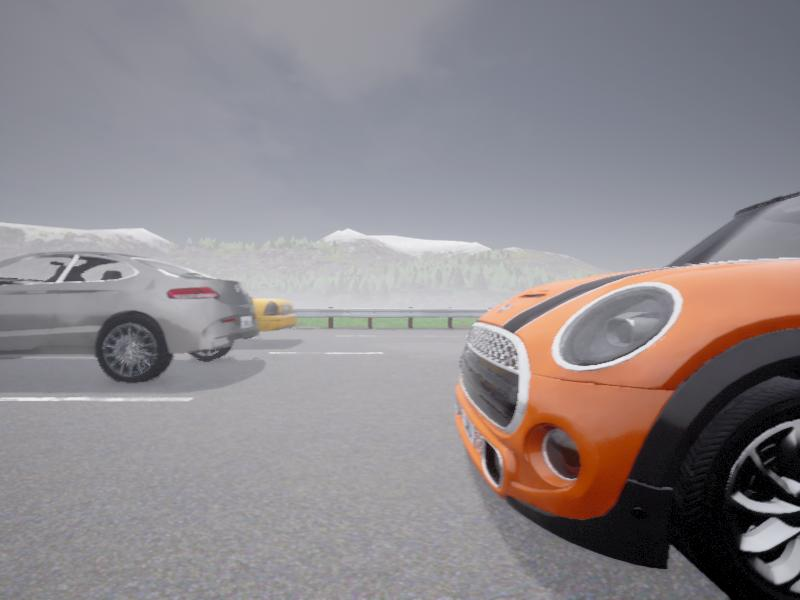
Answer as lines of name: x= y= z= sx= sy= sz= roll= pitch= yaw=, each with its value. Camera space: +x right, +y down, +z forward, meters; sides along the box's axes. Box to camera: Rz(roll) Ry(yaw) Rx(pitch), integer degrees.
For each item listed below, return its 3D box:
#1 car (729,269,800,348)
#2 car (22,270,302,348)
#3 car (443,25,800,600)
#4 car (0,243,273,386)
car: x=10.783 y=0.188 z=9.196 sx=4.611 sy=1.667 sz=2.242 roll=0 pitch=0 yaw=0
car: x=-5.166 y=0.188 z=9.202 sx=5.366 sy=1.575 sz=1.801 roll=0 pitch=0 yaw=0
car: x=2.628 y=0.103 z=2.200 sx=4.553 sy=1.767 sz=2.097 roll=0 pitch=0 yaw=0
car: x=-4.673 y=0.166 z=5.700 sx=5.027 sy=1.651 sz=2.152 roll=0 pitch=0 yaw=0
